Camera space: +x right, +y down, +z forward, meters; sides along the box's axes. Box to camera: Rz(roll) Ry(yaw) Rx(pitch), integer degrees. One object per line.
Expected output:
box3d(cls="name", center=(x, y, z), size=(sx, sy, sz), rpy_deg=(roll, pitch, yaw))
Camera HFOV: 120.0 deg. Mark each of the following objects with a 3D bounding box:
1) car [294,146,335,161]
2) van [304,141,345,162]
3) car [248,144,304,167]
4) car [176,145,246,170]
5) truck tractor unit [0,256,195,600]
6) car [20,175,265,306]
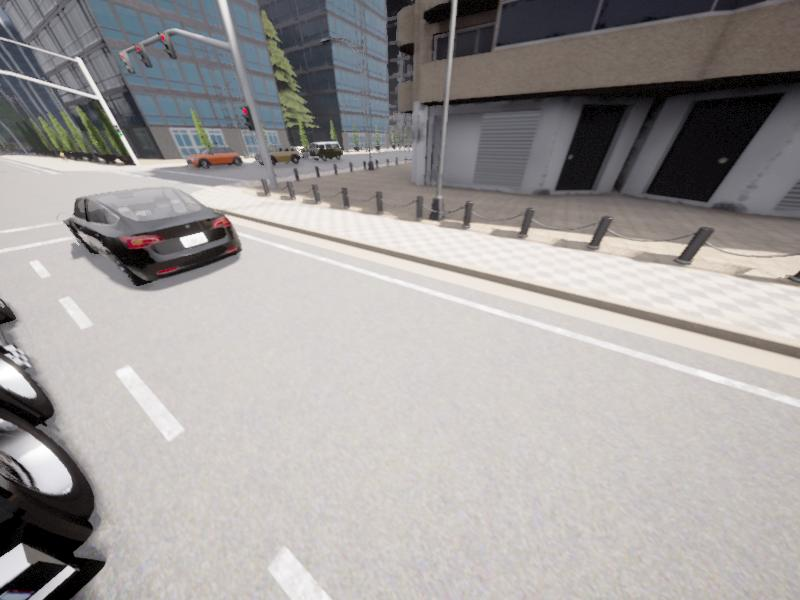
box3d(cls="car", center=(-11.650, -20.267, 31.804), size=(2.128, 1.511, 4.902), rpy_deg=(19, 39, 25))
box3d(cls="van", center=(-9.377, -18.781, 29.188), size=(2.069, 2.038, 4.480), rpy_deg=(19, 39, 25))
box3d(cls="car", center=(-12.914, -15.393, 24.486), size=(1.932, 1.855, 4.605), rpy_deg=(19, 39, 25))
box3d(cls="car", center=(-18.367, -14.090, 22.728), size=(2.097, 1.767, 4.553), rpy_deg=(19, 39, 26))
box3d(cls="truck tractor unit", center=(-5.100, -0.311, 0.803), size=(6.516, 4.208, 3.053), rpy_deg=(19, 39, 25))
box3d(cls="car", center=(-5.772, -1.742, 5.255), size=(4.792, 1.488, 2.163), rpy_deg=(19, 39, 25))
